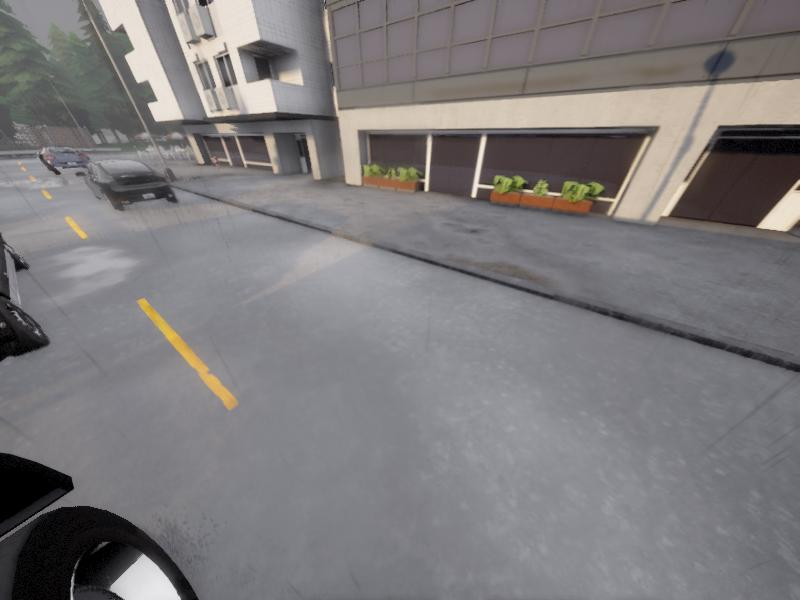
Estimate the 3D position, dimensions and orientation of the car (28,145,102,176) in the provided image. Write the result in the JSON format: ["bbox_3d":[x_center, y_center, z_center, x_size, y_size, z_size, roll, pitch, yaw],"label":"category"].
[{"bbox_3d":[-24.727,-10.398,17.048,5.027,1.651,2.152,22,41,28],"label":"car"}]

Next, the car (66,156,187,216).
[{"bbox_3d":[-10.971,-4.744,9.252,4.892,1.490,1.837,22,41,28],"label":"car"}]

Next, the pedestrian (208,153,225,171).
[{"bbox_3d":[-13.959,-10.530,17.595,0.500,1.100,0.500,22,41,28],"label":"pedestrian"}]

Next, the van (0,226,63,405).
[{"bbox_3d":[-6.835,-0.677,2.615,5.915,2.561,1.988,22,40,28],"label":"van"}]
